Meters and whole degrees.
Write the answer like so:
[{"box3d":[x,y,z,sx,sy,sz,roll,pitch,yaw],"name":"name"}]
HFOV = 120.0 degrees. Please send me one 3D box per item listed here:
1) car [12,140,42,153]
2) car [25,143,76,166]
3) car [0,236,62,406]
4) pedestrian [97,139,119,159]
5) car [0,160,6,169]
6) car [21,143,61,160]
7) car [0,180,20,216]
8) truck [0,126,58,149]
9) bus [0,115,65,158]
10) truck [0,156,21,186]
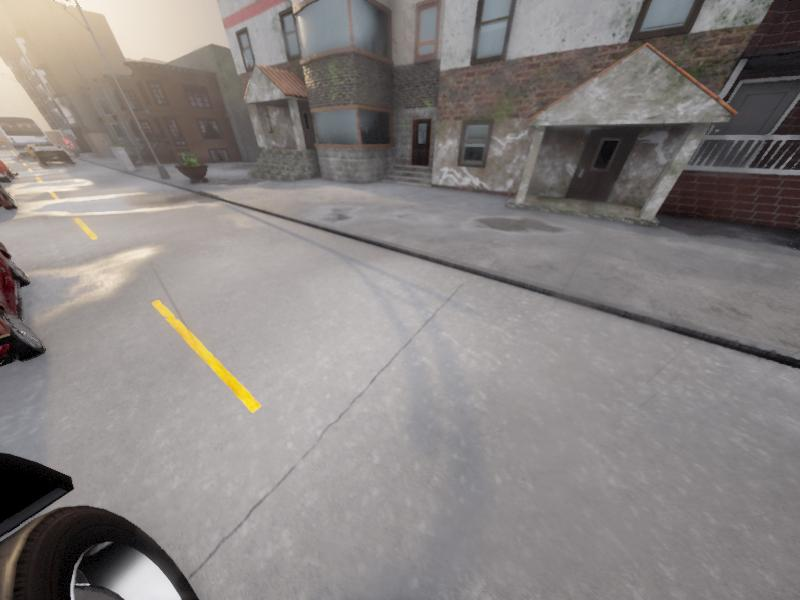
[{"box3d":[-64.690,-26.670,40.036,4.856,1.649,2.033,23,41,29],"name":"car"},{"box3d":[-34.465,-14.405,22.770,5.238,1.638,1.930,22,41,28],"name":"car"},{"box3d":[-6.330,0.032,2.738,4.718,1.301,1.895,22,40,28],"name":"car"},{"box3d":[-33.184,-17.154,26.272,0.751,1.860,0.751,21,40,27],"name":"pedestrian"},{"box3d":[-35.336,-12.048,19.197,3.866,1.878,1.905,22,41,28],"name":"car"},{"box3d":[-43.356,-17.987,27.899,5.008,1.535,1.882,22,41,28],"name":"car"},{"box3d":[-15.960,-3.934,8.234,4.181,1.385,1.994,22,41,28],"name":"car"},{"box3d":[-80.467,-34.146,48.653,2.891,3.827,8.468,22,41,28],"name":"truck"},{"box3d":[-51.001,-22.132,31.387,10.273,4.253,3.944,22,41,28],"name":"bus"},{"box3d":[-24.681,-7.949,12.915,5.204,2.467,2.627,23,41,28],"name":"truck"}]
